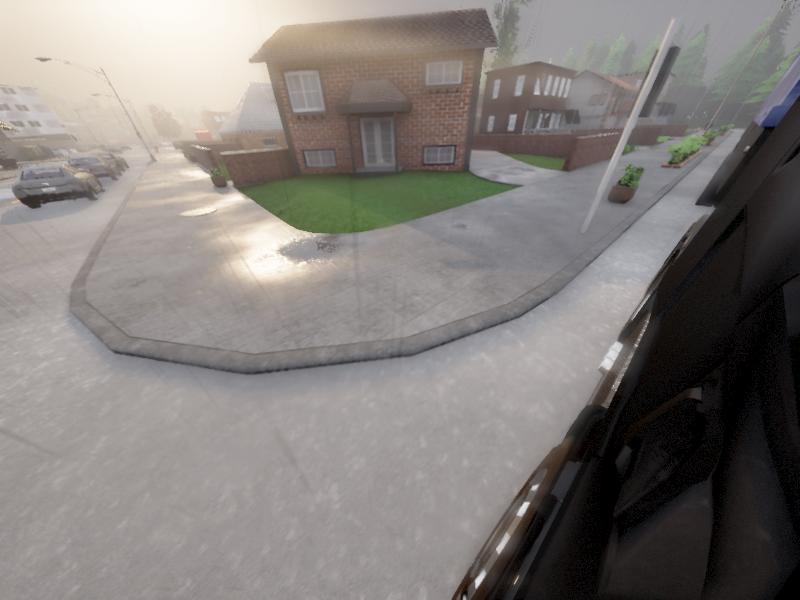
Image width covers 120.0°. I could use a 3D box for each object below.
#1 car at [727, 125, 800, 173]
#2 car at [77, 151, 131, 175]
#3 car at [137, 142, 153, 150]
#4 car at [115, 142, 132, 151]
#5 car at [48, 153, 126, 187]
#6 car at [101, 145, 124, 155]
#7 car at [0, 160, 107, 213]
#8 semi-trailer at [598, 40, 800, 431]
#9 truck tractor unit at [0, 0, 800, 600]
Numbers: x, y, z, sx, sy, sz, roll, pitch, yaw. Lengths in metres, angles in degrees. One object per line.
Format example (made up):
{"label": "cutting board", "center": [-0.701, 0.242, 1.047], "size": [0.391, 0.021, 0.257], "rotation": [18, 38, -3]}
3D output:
{"label": "car", "center": [19.004, -7.847, 11.825], "size": [5.238, 1.638, 1.930], "rotation": [-28, 43, -30]}
{"label": "car", "center": [-24.949, -11.730, 19.676], "size": [1.895, 1.301, 4.718], "rotation": [-27, 43, -29]}
{"label": "car", "center": [-66.580, -40.313, 60.444], "size": [2.152, 1.651, 5.027], "rotation": [-28, 43, -30]}
{"label": "car", "center": [-68.963, -38.360, 57.678], "size": [1.930, 1.638, 5.238], "rotation": [-28, 43, -30]}
{"label": "car", "center": [-20.325, -8.760, 15.337], "size": [2.033, 1.411, 5.357], "rotation": [-28, 44, -30]}
{"label": "car", "center": [-55.820, -29.275, 44.923], "size": [1.994, 1.385, 4.181], "rotation": [-28, 43, -30]}
{"label": "car", "center": [-15.271, -5.254, 10.357], "size": [1.994, 1.385, 4.181], "rotation": [-30, 45, -32]}
{"label": "semi-trailer", "center": [8.701, -3.578, 4.262], "size": [14.254, 4.402, 2.717], "rotation": [-28, 44, -30]}
{"label": "truck tractor unit", "center": [2.645, -0.295, 0.351], "size": [6.516, 4.208, 3.053], "rotation": [-28, 44, -30]}
